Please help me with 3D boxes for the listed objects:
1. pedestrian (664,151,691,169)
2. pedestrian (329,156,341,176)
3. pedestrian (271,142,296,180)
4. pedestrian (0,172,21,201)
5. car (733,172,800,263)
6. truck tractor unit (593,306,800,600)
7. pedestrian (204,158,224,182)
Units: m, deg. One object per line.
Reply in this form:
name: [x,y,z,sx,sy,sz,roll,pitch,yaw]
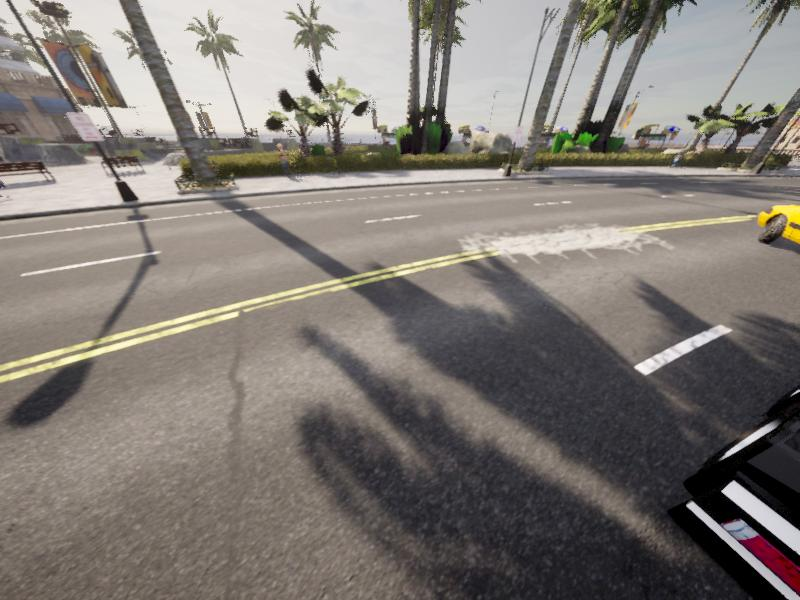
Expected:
pedestrian: [24.346,-12.334,20.319,0.751,1.300,0.751,-2,35,-4]
pedestrian: [-4.217,-8.703,15.012,0.500,1.100,0.500,-15,38,-21]
pedestrian: [-6.713,-8.056,13.403,0.751,1.860,0.751,-9,36,-13]
pedestrian: [-15.738,-4.762,8.620,0.751,1.860,0.751,-27,44,-33]
car: [9.893,-1.212,4.430,1.801,1.575,5.366,17,39,22]
truck tractor unit: [5.230,-0.160,0.600,6.516,4.208,3.053,-13,37,-18]
pedestrian: [-10.213,-7.145,12.729,0.500,1.100,0.500,-19,40,-25]
